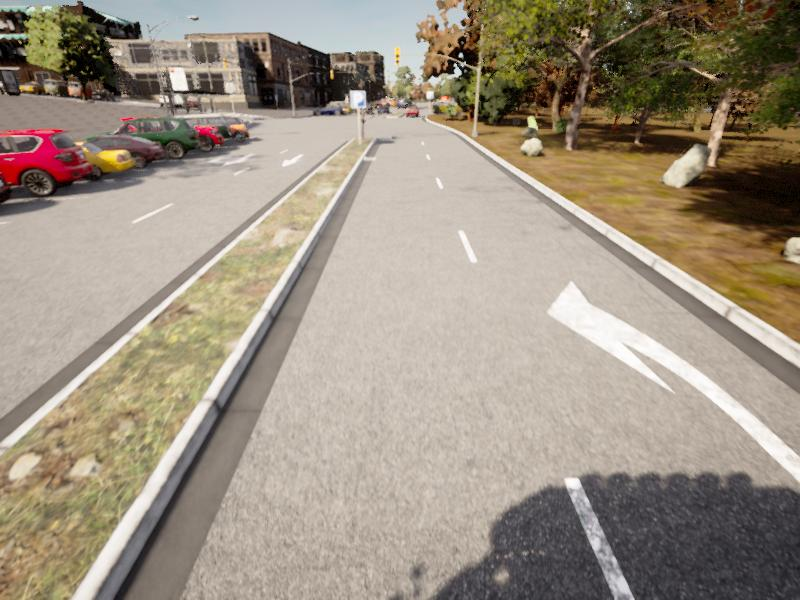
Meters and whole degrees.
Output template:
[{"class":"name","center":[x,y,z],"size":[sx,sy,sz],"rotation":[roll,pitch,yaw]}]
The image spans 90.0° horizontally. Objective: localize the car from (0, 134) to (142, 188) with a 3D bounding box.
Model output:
[{"class":"car","center":[-13.944,-5.671,16.203],"size":[5.366,1.575,1.946],"rotation":[-10,29,-17]}]

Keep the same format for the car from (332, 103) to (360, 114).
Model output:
[{"class":"car","center":[-9.968,-35.387,73.871],"size":[4.892,1.521,2.231],"rotation":[-7,27,-12]}]

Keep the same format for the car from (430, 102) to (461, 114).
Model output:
[{"class":"car","center":[7.708,-32.685,68.065],"size":[4.553,1.767,2.185],"rotation":[-6,28,-12]}]

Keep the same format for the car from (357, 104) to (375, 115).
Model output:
[{"class":"car","center":[-5.808,-32.745,68.735],"size":[2.128,1.511,4.902],"rotation":[2,27,5]}]

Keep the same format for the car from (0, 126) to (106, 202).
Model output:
[{"class":"car","center":[-13.807,-4.555,13.460],"size":[5.566,2.045,2.435],"rotation":[-10,29,-17]}]

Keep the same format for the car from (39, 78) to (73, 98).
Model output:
[{"class":"car","center":[-46.133,-28.467,53.833],"size":[1.878,1.987,4.442],"rotation":[-4,26,-20]}]

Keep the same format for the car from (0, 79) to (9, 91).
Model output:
[{"class":"car","center":[-55.242,-29.014,53.755],"size":[2.002,1.452,4.674],"rotation":[-4,26,-20]}]

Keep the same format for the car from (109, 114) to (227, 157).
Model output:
[{"class":"car","center":[-13.698,-10.025,24.197],"size":[5.566,2.045,2.435],"rotation":[-10,28,-17]}]

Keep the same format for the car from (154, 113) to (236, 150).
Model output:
[{"class":"car","center":[-13.581,-11.382,26.913],"size":[4.442,1.987,1.878],"rotation":[-10,28,-17]}]

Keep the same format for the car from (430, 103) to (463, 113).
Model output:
[{"class":"car","center":[8.246,-33.941,70.785],"size":[5.366,1.575,1.946],"rotation":[-6,28,-12]}]

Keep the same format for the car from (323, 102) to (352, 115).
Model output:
[{"class":"car","center":[-10.664,-32.759,68.463],"size":[4.553,1.767,2.185],"rotation":[-8,27,-12]}]

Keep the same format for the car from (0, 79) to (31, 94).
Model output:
[{"class":"car","center":[-52.224,-28.773,53.863],"size":[2.002,1.452,4.674],"rotation":[-4,26,-20]}]

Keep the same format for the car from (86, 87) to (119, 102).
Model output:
[{"class":"car","center":[-40.170,-27.810,54.201],"size":[2.231,1.521,4.892],"rotation":[-4,26,-20]}]

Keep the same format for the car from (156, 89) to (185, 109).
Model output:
[{"class":"car","center":[-31.129,-27.308,54.396],"size":[2.435,2.045,5.566],"rotation":[-4,26,-20]}]

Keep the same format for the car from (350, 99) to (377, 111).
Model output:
[{"class":"car","center":[-7.952,-42.445,87.091],"size":[5.566,2.045,2.435],"rotation":[-7,27,-10]}]

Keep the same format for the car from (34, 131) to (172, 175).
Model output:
[{"class":"car","center":[-13.753,-7.027,18.954],"size":[4.674,1.452,2.002],"rotation":[-10,29,-17]}]

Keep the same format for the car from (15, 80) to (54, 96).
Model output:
[{"class":"car","center":[-49.271,-28.640,54.089],"size":[1.946,1.575,5.366],"rotation":[-4,26,-20]}]

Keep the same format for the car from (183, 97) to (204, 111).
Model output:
[{"class":"car","center":[-28.133,-26.788,54.592],"size":[2.002,1.452,4.674],"rotation":[-4,26,-20]}]

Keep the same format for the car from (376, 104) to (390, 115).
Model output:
[{"class":"car","center":[-2.844,-32.543,68.253],"size":[1.816,1.474,4.193],"rotation":[2,27,5]}]

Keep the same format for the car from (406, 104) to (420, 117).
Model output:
[{"class":"car","center":[1.965,-28.294,59.755],"size":[1.851,1.617,3.988],"rotation":[2,27,5]}]

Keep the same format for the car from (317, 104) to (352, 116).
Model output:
[{"class":"car","center":[-10.758,-31.308,65.890],"size":[5.366,1.575,1.946],"rotation":[-8,27,-12]}]

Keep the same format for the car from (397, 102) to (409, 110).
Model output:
[{"class":"car","center":[0.689,-44.623,91.813],"size":[2.163,1.488,4.792],"rotation":[4,27,8]}]

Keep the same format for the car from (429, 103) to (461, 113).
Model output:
[{"class":"car","center":[8.229,-35.245,73.321],"size":[5.366,1.575,1.946],"rotation":[-6,28,-12]}]

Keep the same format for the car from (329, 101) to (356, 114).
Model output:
[{"class":"car","center":[-10.198,-34.236,71.122],"size":[4.442,1.987,1.878],"rotation":[-7,27,-12]}]

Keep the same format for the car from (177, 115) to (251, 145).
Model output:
[{"class":"car","center":[-13.604,-12.643,29.613],"size":[4.553,1.767,2.185],"rotation":[-10,28,-17]}]

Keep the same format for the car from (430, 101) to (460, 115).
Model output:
[{"class":"car","center":[7.323,-31.420,65.377],"size":[4.442,1.987,1.878],"rotation":[-6,28,-13]}]

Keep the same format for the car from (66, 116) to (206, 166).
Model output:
[{"class":"car","center":[-13.772,-8.646,21.492],"size":[5.566,2.045,2.435],"rotation":[-10,29,-17]}]

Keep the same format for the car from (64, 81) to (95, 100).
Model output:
[{"class":"car","center":[-43.116,-28.219,53.926],"size":[1.878,1.987,4.442],"rotation":[-4,26,-20]}]

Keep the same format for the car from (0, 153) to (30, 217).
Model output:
[{"class":"car","center":[-13.807,-2.941,10.912],"size":[4.792,1.488,2.163],"rotation":[-10,29,-17]}]

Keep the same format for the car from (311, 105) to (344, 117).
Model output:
[{"class":"car","center":[-11.404,-29.906,63.247],"size":[4.792,1.488,2.163],"rotation":[-8,28,-13]}]
